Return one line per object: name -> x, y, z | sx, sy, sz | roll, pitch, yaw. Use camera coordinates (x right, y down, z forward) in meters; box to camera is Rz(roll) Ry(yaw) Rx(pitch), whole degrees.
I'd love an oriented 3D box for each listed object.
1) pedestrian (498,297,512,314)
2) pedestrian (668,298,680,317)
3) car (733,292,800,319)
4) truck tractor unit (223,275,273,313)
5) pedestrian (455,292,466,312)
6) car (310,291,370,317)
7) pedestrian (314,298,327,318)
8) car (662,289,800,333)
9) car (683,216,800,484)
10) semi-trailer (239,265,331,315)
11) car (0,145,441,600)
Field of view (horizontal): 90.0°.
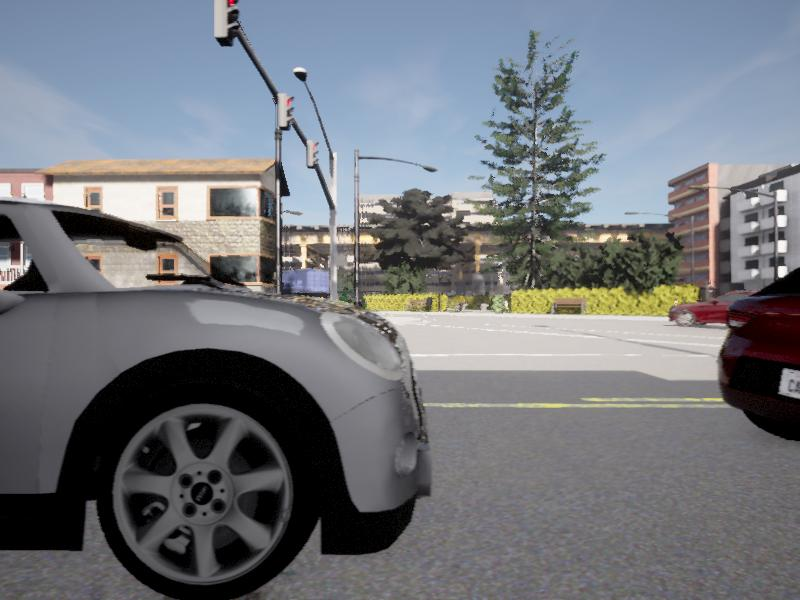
pedestrian -> 8.387, 0.422, 31.841 | 0.751, 1.300, 0.751 | 0, 0, -37
pedestrian -> 15.663, 0.429, 22.843 | 0.500, 1.100, 0.500 | -1, -1, 44
car -> 25.017, 0.330, 26.315 | 2.152, 1.651, 5.027 | 0, 0, 1
truck tractor unit -> -18.004, -0.659, 47.191 | 3.053, 4.208, 6.516 | 0, 0, -45
pedestrian -> 5.569, 0.187, 36.773 | 0.751, 1.860, 0.751 | 0, 0, -32
car -> -5.241, 0.292, 34.295 | 2.150, 2.045, 5.566 | 0, 0, -45
pedestrian -> -4.603, 0.453, 23.169 | 0.500, 1.100, 0.500 | 0, 0, 31
car -> 12.840, 0.380, 15.026 | 1.812, 1.442, 4.674 | 0, -1, -37
car -> 4.290, 0.276, 2.182 | 4.193, 1.474, 1.816 | 0, 0, 1
semi-trailer -> -12.435, -0.816, 41.573 | 2.717, 4.402, 14.254 | 0, -1, -45
car -> -1.765, 0.268, 2.229 | 3.806, 1.475, 1.970 | 0, 0, 1
